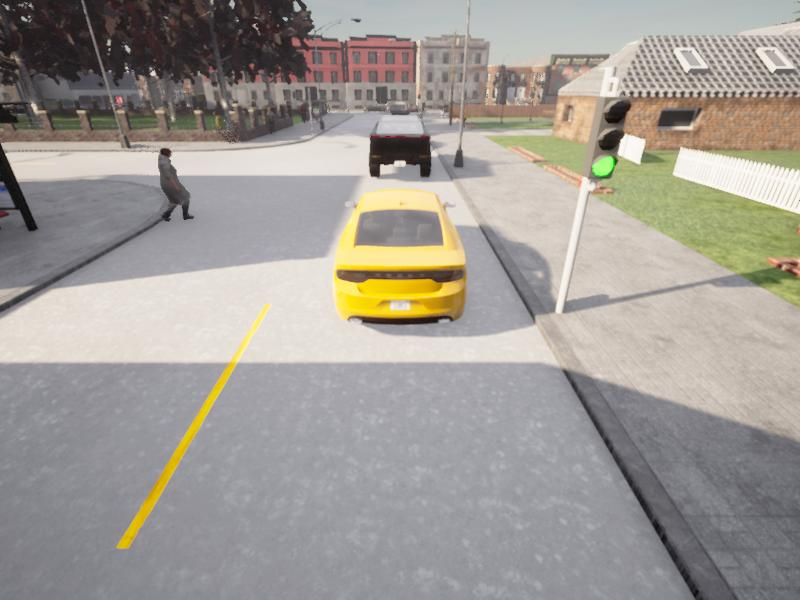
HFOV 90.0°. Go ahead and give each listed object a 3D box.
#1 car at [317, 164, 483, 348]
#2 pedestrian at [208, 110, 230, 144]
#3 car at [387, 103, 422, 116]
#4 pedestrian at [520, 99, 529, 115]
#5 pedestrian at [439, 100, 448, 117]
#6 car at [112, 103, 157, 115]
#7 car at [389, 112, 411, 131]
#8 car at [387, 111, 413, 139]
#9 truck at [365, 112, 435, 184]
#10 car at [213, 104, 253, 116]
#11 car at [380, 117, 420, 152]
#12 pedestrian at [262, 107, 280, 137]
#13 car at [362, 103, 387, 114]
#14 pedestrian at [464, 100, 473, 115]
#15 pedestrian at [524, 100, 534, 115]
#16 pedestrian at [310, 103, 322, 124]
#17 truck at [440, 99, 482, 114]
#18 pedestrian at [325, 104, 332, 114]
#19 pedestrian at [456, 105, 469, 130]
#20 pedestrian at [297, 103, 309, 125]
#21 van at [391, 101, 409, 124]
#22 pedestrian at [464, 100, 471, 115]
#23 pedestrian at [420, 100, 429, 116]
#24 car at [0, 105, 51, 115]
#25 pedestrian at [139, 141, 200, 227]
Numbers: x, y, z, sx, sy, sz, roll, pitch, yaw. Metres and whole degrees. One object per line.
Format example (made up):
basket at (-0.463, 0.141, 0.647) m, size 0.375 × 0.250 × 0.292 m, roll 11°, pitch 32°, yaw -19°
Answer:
car at (0.002, -1.209, 7.108) m, size 1.882 × 1.535 × 5.008 m, roll 0°, pitch 28°, yaw 0°
pedestrian at (-10.967, -10.501, 24.284) m, size 0.751 × 1.860 × 0.751 m, roll -6°, pitch 28°, yaw -12°
car at (0.682, -30.227, 63.383) m, size 5.027 × 1.651 × 2.152 m, roll -9°, pitch 29°, yaw -17°
pedestrian at (16.873, -26.155, 54.263) m, size 0.751 × 1.860 × 0.751 m, roll -3°, pitch 28°, yaw -6°
pedestrian at (5.397, -23.965, 50.054) m, size 0.751 × 1.860 × 0.751 m, roll -23°, pitch 36°, yaw -37°
car at (-39.861, -28.715, 60.164) m, size 5.238 × 1.638 × 1.930 m, roll 0°, pitch 28°, yaw 0°
car at (-0.004, -15.906, 35.522) m, size 1.895 × 1.301 × 4.718 m, roll 0°, pitch 28°, yaw 0°
car at (0.005, -13.084, 29.781) m, size 1.851 × 1.617 × 3.988 m, roll 0°, pitch 28°, yaw 0°
truck at (0.002, -6.584, 16.799) m, size 2.390 × 2.098 × 6.274 m, roll 0°, pitch 28°, yaw 0°
car at (-25.096, -28.632, 60.218) m, size 4.902 × 1.511 × 2.128 m, roll 0°, pitch 28°, yaw 0°
car at (0.003, -9.951, 23.883) m, size 2.128 × 1.511 × 4.902 m, roll 0°, pitch 28°, yaw 0°
pedestrian at (-9.063, -12.528, 28.167) m, size 0.751 × 1.860 × 0.751 m, roll -1°, pitch 28°, yaw -2°
car at (-4.024, -30.546, 63.747) m, size 3.705 × 1.549 × 1.789 m, roll 0°, pitch 28°, yaw 0°
pedestrian at (9.077, -25.509, 53.027) m, size 0.751 × 1.860 × 0.751 m, roll -4°, pitch 28°, yaw -8°
pedestrian at (17.144, -25.567, 53.137) m, size 0.751 × 1.860 × 0.751 m, roll -3°, pitch 28°, yaw -5°
pedestrian at (-8.287, -18.504, 39.613) m, size 0.751 × 1.860 × 0.751 m, roll 3°, pitch 28°, yaw 7°
truck at (9.654, -30.788, 63.630) m, size 6.274 × 2.098 × 2.390 m, roll 0°, pitch 28°, yaw 0°
pedestrian at (-9.915, -26.530, 55.594) m, size 0.751 × 1.300 × 0.751 m, roll 2°, pitch 28°, yaw 4°
pedestrian at (5.184, -15.076, 33.044) m, size 0.751 × 1.860 × 0.751 m, roll -5°, pitch 28°, yaw -9°
pedestrian at (-9.255, -17.794, 38.252) m, size 0.751 × 1.860 × 0.751 m, roll 0°, pitch 28°, yaw 0°
van at (0.004, -19.776, 42.189) m, size 1.775 × 1.987 × 4.442 m, roll 0°, pitch 28°, yaw 0°
pedestrian at (9.121, -26.051, 54.066) m, size 0.751 × 1.860 × 0.751 m, roll 4°, pitch 28°, yaw 8°
pedestrian at (3.114, -24.652, 51.370) m, size 0.751 × 1.860 × 0.751 m, roll -18°, pitch 32°, yaw -30°
car at (-56.254, -28.606, 60.207) m, size 5.357 × 1.411 × 2.033 m, roll 0°, pitch 28°, yaw 0°
pedestrian at (-5.678, -2.876, 9.901) m, size 0.751 × 1.860 × 0.751 m, roll -21°, pitch 34°, yaw -34°
